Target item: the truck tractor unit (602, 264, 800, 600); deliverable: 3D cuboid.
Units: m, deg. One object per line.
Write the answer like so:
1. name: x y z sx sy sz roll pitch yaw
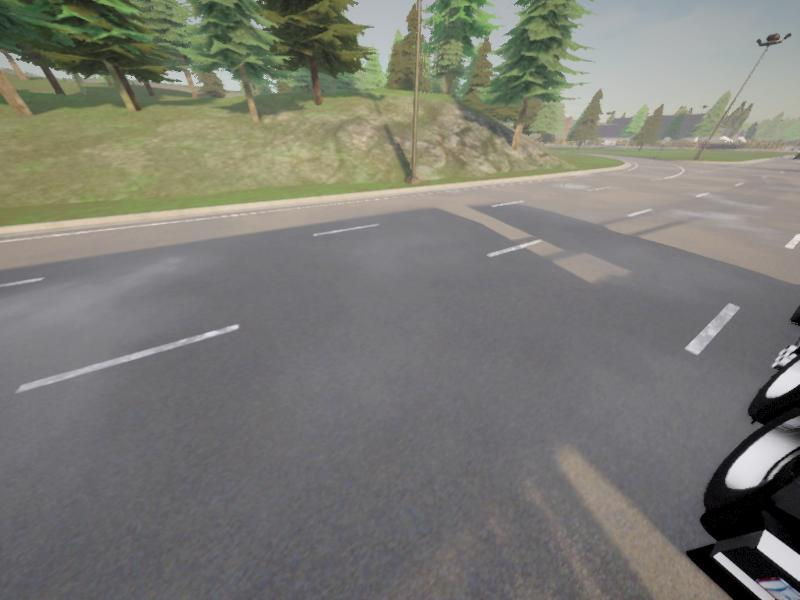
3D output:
1. truck tractor unit: 5.110 -0.301 0.786 6.516 4.208 3.053 -18 39 -24
